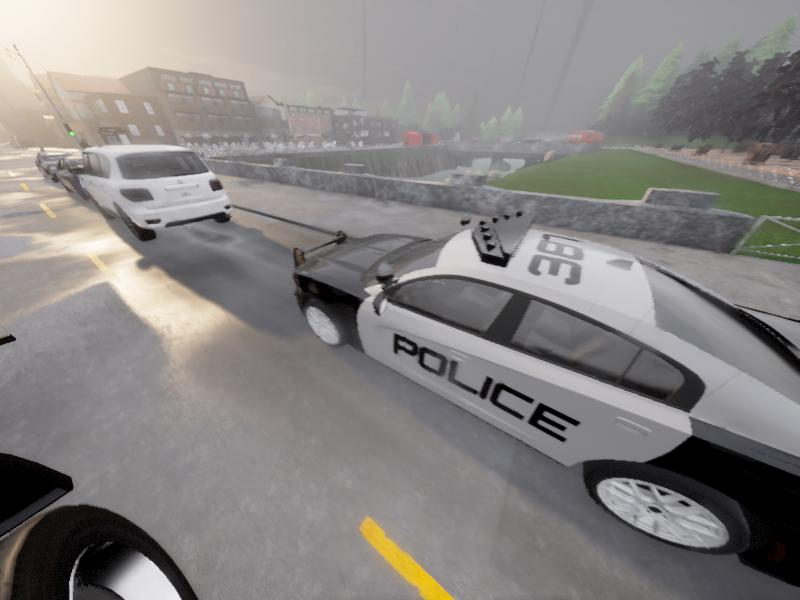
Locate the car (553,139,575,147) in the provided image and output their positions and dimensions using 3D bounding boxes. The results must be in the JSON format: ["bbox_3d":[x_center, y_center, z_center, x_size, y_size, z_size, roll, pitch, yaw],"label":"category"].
[{"bbox_3d":[46.859,-45.048,66.119,4.605,1.855,1.932,21,40,27],"label":"car"}]

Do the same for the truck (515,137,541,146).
[{"bbox_3d":[38.828,-48.254,70.401,6.274,2.098,2.390,21,40,27],"label":"truck"}]

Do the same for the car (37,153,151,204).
[{"bbox_3d":[-13.821,-5.632,10.439,4.514,1.525,2.007,21,40,27],"label":"car"}]

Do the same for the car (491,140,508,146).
[{"bbox_3d":[31.882,-50.681,74.348,4.514,1.525,2.007,21,40,27],"label":"car"}]

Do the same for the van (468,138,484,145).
[{"bbox_3d":[25.426,-53.401,77.689,4.442,1.987,1.775,21,40,27],"label":"van"}]

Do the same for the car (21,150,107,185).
[{"bbox_3d":[-20.674,-8.230,14.180,5.357,1.411,2.033,21,40,27],"label":"car"}]

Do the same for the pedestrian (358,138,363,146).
[{"bbox_3d":[-10.135,-40.736,59.538,0.751,1.860,0.751,21,40,27],"label":"pedestrian"}]

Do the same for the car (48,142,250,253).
[{"bbox_3d":[-7.355,-3.340,6.791,5.566,2.045,2.150,21,40,27],"label":"car"}]

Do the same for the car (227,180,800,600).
[{"bbox_3d":[0.819,-0.013,2.492,5.238,1.638,1.930,21,40,27],"label":"car"}]

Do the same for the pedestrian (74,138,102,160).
[{"bbox_3d":[-32.072,-15.521,23.780,0.751,1.860,0.751,-20,40,-26],"label":"pedestrian"}]

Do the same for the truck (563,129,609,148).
[{"bbox_3d":[48.568,-42.403,60.704,8.468,3.827,2.891,21,40,27],"label":"truck"}]
